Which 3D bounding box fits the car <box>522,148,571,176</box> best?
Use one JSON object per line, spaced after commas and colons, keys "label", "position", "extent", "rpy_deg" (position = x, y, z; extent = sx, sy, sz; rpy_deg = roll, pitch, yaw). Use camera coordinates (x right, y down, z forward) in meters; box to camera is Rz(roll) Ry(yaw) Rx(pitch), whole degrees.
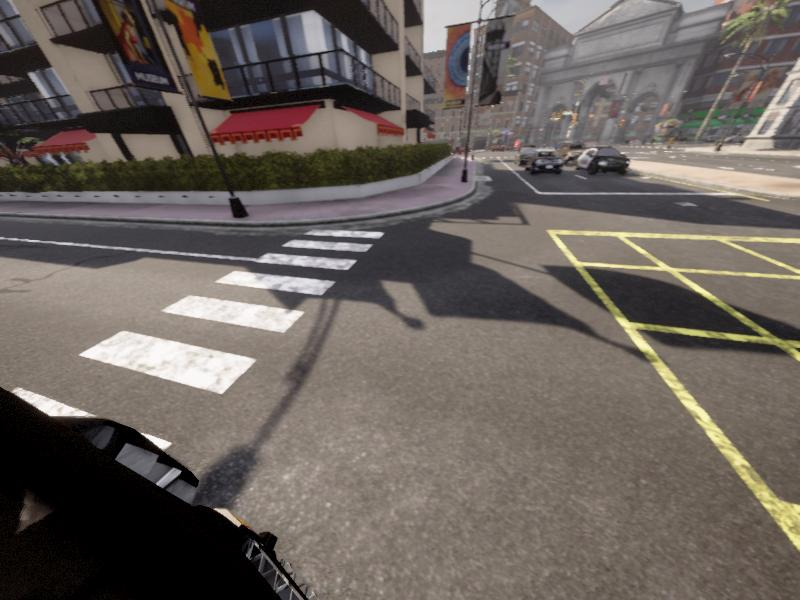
{"label": "car", "position": [10.479, -10.106, 16.863], "extent": [1.970, 1.475, 3.806], "rpy_deg": [7, 35, 14]}

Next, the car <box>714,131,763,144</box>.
{"label": "car", "position": [56.383, -27.071, 38.586], "extent": [3.988, 1.617, 1.851], "rpy_deg": [7, 35, 15]}

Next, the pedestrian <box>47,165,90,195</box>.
{"label": "pedestrian", "position": [-24.043, -8.718, 16.793], "extent": [0.751, 1.860, 0.751], "rpy_deg": [7, 35, 14]}

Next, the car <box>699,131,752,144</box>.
{"label": "car", "position": [57.840, -28.946, 41.208], "extent": [4.974, 1.542, 2.038], "rpy_deg": [7, 35, 15]}

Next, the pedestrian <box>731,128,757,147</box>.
{"label": "pedestrian", "position": [42.222, -19.922, 28.397], "extent": [0.751, 1.860, 0.751], "rpy_deg": [9, 35, 17]}

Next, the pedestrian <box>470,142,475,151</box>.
{"label": "pedestrian", "position": [18.263, -38.521, 57.996], "extent": [0.751, 1.860, 0.751], "rpy_deg": [-5, 34, -3]}

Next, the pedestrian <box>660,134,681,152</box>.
{"label": "pedestrian", "position": [34.471, -20.037, 29.439], "extent": [0.751, 1.860, 0.751], "rpy_deg": [3, 34, 9]}

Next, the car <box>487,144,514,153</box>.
{"label": "car", "position": [21.479, -32.456, 49.523], "extent": [4.718, 1.301, 1.895], "rpy_deg": [23, 42, 33]}

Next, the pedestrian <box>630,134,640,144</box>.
{"label": "pedestrian", "position": [50.494, -34.632, 49.706], "extent": [0.751, 1.860, 0.751], "rpy_deg": [-22, 38, -26]}

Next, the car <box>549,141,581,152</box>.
{"label": "car", "position": [28.198, -26.259, 39.626], "extent": [1.812, 1.442, 4.674], "rpy_deg": [-5, 34, -2]}

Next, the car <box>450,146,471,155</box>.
{"label": "car", "position": [13.000, -32.385, 49.911], "extent": [4.193, 1.474, 1.816], "rpy_deg": [7, 35, 14]}

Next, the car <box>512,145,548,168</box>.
{"label": "car", "position": [12.249, -13.828, 22.132], "extent": [1.930, 1.638, 5.238], "rpy_deg": [7, 35, 14]}

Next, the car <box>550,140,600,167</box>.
{"label": "car", "position": [15.451, -13.192, 20.722], "extent": [1.932, 1.855, 4.605], "rpy_deg": [7, 35, 14]}

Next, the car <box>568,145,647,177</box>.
{"label": "car", "position": [13.797, -9.634, 15.854], "extent": [2.038, 1.542, 4.974], "rpy_deg": [7, 35, 14]}
